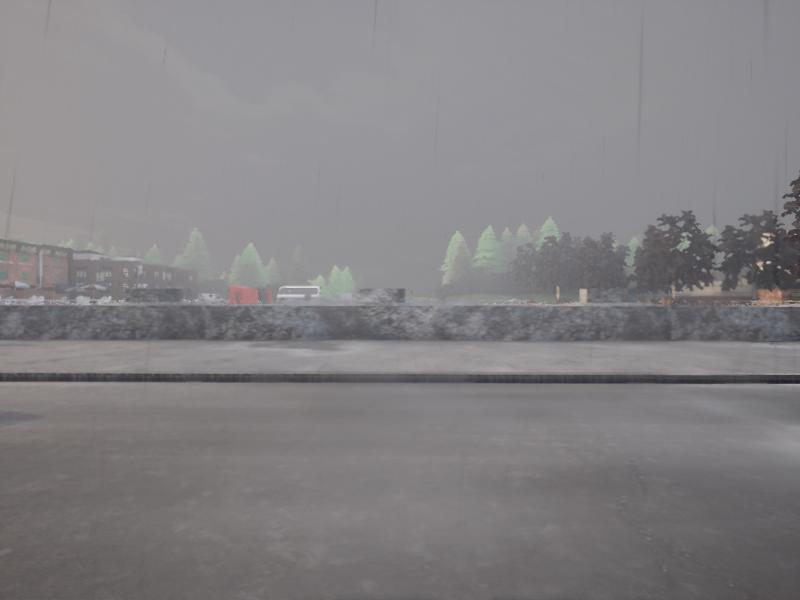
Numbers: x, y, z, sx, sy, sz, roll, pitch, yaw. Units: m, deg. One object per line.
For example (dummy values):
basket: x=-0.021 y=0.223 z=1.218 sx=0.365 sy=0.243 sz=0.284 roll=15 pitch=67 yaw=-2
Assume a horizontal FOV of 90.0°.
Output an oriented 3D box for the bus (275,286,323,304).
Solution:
bus: x=-23.434 y=-1.173 z=93.220 sx=10.273 sy=4.253 sz=3.944 roll=0 pitch=0 yaw=1

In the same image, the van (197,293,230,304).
van: x=-41.648 y=-0.285 z=89.503 sx=6.366 sy=2.431 sz=2.351 roll=0 pitch=0 yaw=1

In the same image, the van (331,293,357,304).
van: x=-12.980 y=-0.320 z=93.251 sx=5.915 sy=2.561 sz=1.988 roll=0 pitch=0 yaw=1
